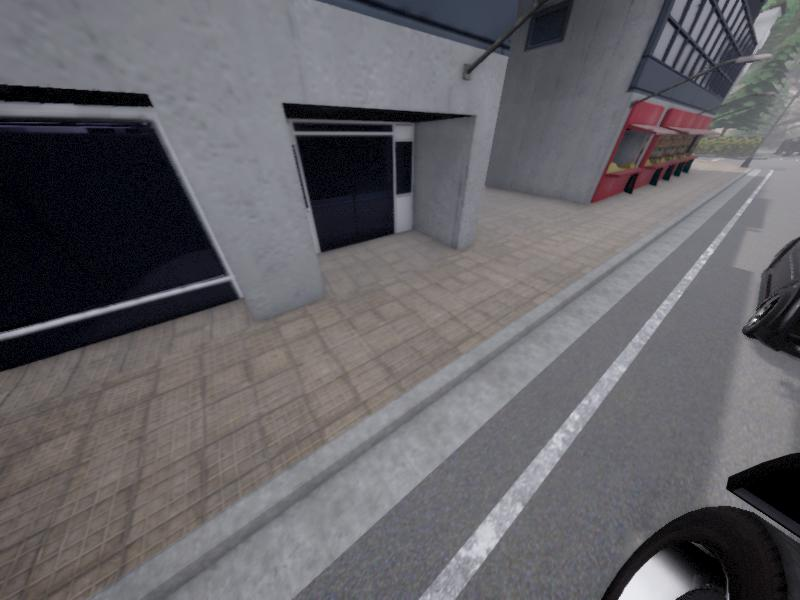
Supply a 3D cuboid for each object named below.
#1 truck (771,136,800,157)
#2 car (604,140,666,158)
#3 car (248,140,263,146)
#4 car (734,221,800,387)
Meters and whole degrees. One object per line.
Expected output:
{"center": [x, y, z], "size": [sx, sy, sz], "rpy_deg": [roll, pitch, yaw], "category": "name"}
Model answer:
{"center": [51.653, -19.772, 29.739], "size": [2.390, 2.098, 6.274], "rpy_deg": [27, 44, 33], "category": "truck"}
{"center": [28.184, -18.260, 27.843], "size": [2.242, 1.667, 4.611], "rpy_deg": [-24, 41, -29], "category": "car"}
{"center": [-49.504, -53.711, 79.181], "size": [3.988, 1.617, 1.851], "rpy_deg": [-23, 41, -29], "category": "car"}
{"center": [6.387, -0.089, 2.798], "size": [4.181, 1.385, 1.994], "rpy_deg": [-23, 41, -29], "category": "car"}
